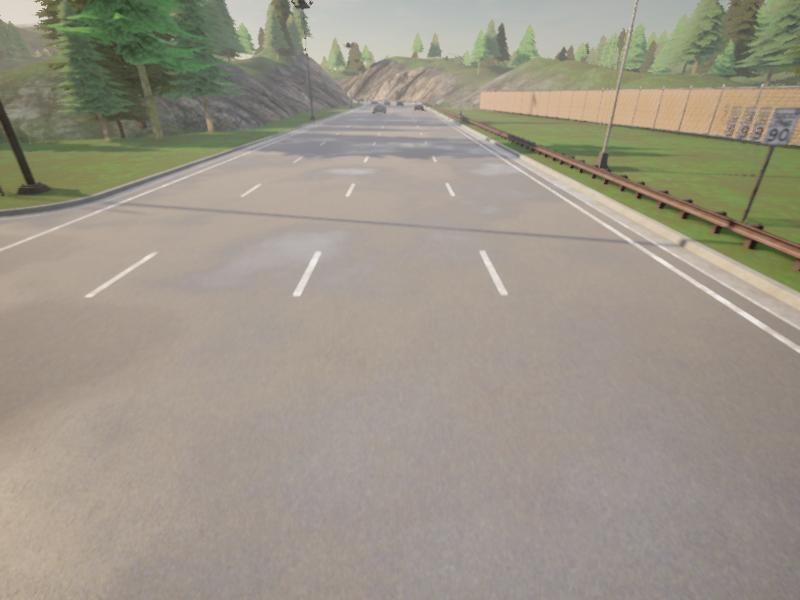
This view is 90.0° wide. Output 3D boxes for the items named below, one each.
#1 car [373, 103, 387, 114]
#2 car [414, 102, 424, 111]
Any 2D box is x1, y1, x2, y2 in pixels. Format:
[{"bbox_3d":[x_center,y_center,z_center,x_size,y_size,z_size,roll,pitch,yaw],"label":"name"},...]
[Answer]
[{"bbox_3d":[-3.403,-33.124,69.183,2.152,1.651,5.027,0,27,1],"label":"car"},{"bbox_3d":[3.631,-37.676,77.813,1.812,1.442,4.674,0,27,0],"label":"car"}]
